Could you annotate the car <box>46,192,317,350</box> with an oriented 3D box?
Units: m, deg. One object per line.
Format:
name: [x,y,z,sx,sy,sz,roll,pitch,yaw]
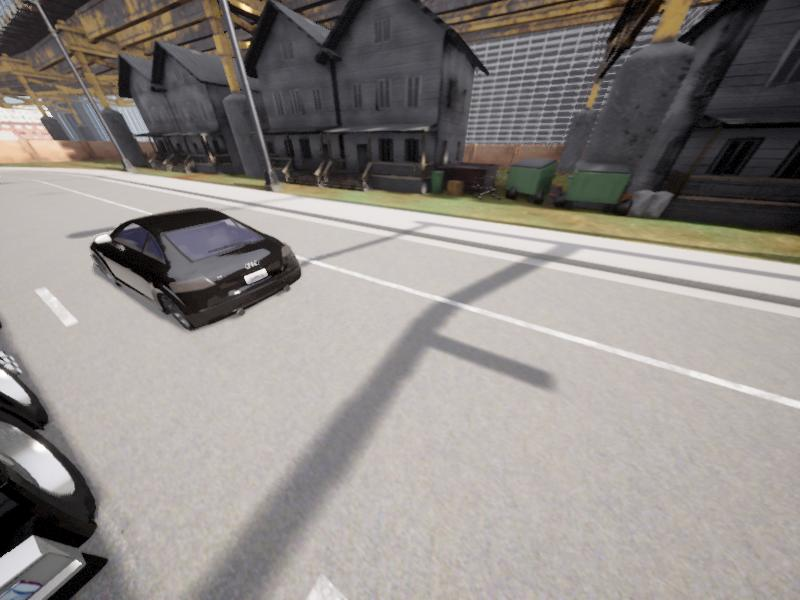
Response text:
car: [-3.959,-0.957,4.353,4.181,1.385,1.994,18,38,24]

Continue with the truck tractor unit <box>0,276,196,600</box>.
truck tractor unit: [-5.114,-0.295,0.785,6.516,4.208,3.053,18,37,24]
